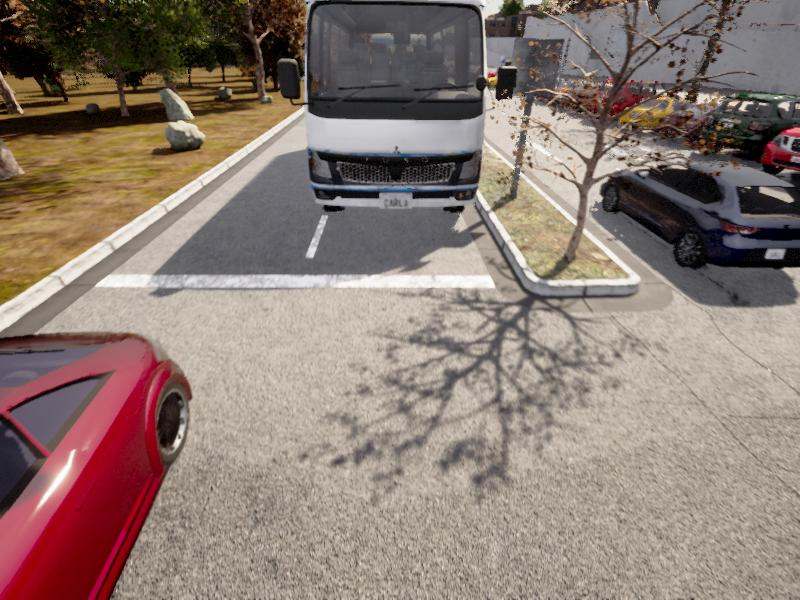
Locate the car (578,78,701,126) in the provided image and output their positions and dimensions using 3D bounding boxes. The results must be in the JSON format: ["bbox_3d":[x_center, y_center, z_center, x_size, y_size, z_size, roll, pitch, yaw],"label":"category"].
[{"bbox_3d":[13.133,-10.950,22.036,5.566,2.045,2.435,-11,33,-20],"label":"car"}]

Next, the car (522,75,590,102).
[{"bbox_3d":[12.573,-17.103,32.305,4.553,1.767,2.185,-11,33,-20],"label":"car"}]

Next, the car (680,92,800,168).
[{"bbox_3d":[13.487,-6.234,14.363,5.566,2.045,2.435,-11,33,-20],"label":"car"}]

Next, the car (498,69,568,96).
[{"bbox_3d":[12.380,-20.348,37.382,5.566,2.045,2.435,-11,33,-20],"label":"car"}]

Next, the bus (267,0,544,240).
[{"bbox_3d":[-0.102,-5.631,10.870,3.944,4.253,10.273,0,31,-2],"label":"bus"}]

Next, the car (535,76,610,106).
[{"bbox_3d":[12.761,-15.545,29.764,4.553,1.767,2.185,-11,34,-20],"label":"car"}]

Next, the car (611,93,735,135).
[{"bbox_3d":[13.394,-9.195,19.662,5.366,1.575,1.946,-11,33,-20],"label":"car"}]

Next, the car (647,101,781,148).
[{"bbox_3d":[13.335,-7.553,17.064,4.674,1.452,2.002,-11,33,-20],"label":"car"}]

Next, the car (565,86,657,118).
[{"bbox_3d":[13.001,-12.282,24.739,4.792,1.488,2.163,-11,33,-20],"label":"car"}]

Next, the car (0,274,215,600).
[{"bbox_3d":[-2.712,1.496,1.927,1.994,1.385,4.181,-2,32,-5],"label":"car"}]

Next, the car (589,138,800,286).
[{"bbox_3d":[5.610,-1.946,7.683,1.816,1.474,4.193,0,32,-2],"label":"car"}]

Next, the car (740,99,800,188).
[{"bbox_3d":[13.544,-4.645,11.775,5.566,2.045,2.435,-11,34,-20],"label":"car"}]

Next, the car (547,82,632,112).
[{"bbox_3d":[12.859,-13.865,27.265,4.892,1.521,2.231,-11,34,-20],"label":"car"}]
